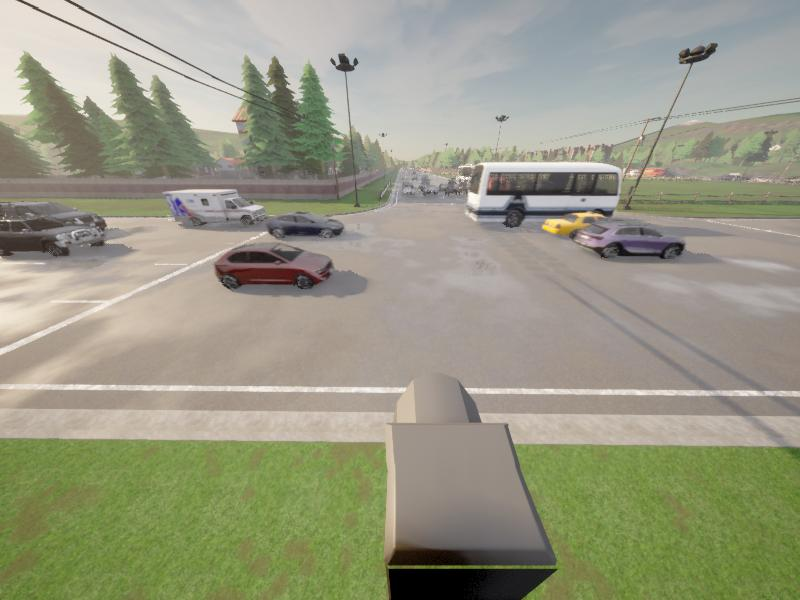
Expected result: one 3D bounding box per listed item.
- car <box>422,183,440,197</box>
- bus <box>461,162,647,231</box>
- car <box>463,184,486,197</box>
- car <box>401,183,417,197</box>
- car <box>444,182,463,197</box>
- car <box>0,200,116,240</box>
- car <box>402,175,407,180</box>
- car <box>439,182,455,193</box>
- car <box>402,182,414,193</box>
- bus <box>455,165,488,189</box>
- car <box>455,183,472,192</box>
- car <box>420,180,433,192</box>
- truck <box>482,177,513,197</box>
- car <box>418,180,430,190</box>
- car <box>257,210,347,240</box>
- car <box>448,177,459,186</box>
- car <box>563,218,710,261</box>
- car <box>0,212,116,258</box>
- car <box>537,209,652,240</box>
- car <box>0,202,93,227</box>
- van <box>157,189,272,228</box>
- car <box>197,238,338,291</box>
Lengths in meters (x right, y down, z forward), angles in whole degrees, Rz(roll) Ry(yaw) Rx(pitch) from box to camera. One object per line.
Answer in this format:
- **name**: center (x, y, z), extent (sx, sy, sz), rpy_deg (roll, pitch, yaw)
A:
- **car**: center (4.803, -17.535, 36.755), extent (2.152, 1.651, 5.027), rpy_deg (0, 30, 0)
- **bus**: center (10.432, -7.854, 17.358), extent (10.273, 4.253, 3.944), rpy_deg (0, 30, 1)
- **car**: center (11.815, -17.697, 37.146), extent (2.128, 1.511, 4.902), rpy_deg (0, 30, 0)
- **car**: center (1.309, -17.328, 36.348), extent (2.242, 1.667, 4.611), rpy_deg (0, 30, 0)
- **car**: center (8.311, -17.424, 36.294), extent (1.905, 1.878, 3.866), rpy_deg (0, 30, 0)
- **car**: center (-23.070, -5.271, 15.088), extent (5.566, 2.045, 2.150), rpy_deg (0, 30, 1)
- **car**: center (1.515, -42.354, 79.784), extent (1.801, 1.575, 5.366), rpy_deg (0, 30, 0)
- **car**: center (8.336, -20.342, 41.702), extent (1.882, 1.535, 5.008), rpy_deg (0, 30, 0)
- **car**: center (1.339, -20.637, 42.224), extent (2.007, 1.525, 4.514), rpy_deg (0, 30, 0)
- **bus**: center (15.513, -27.358, 51.127), extent (3.944, 4.253, 10.273), rpy_deg (0, 30, 0)
- **car**: center (11.845, -21.174, 43.385), extent (1.895, 1.301, 4.718), rpy_deg (0, 30, 0)
- **car**: center (4.840, -21.046, 42.568), extent (1.905, 1.878, 3.866), rpy_deg (0, 30, 0)
- **truck**: center (15.314, -17.992, 36.694), extent (2.627, 2.467, 5.204), rpy_deg (0, 30, 0)
- **car**: center (4.868, -24.178, 48.353), extent (2.038, 1.542, 4.974), rpy_deg (0, 30, 0)
- **car**: center (-6.143, -4.934, 15.072), extent (4.792, 1.488, 2.163), rpy_deg (0, 30, 1)
- **car**: center (13.515, -29.964, 58.299), extent (2.152, 1.651, 5.027), rpy_deg (3, 30, 6)
- **car**: center (11.687, -3.150, 11.834), extent (4.856, 1.649, 2.033), rpy_deg (0, 30, 1)
- **car**: center (-18.715, -3.426, 12.056), extent (4.605, 1.855, 1.932), rpy_deg (1, 30, 0)
- **car**: center (12.231, -4.878, 14.874), extent (5.366, 1.575, 1.801), rpy_deg (0, 30, 1)
- **car**: center (-28.481, -6.805, 18.311), extent (4.792, 1.488, 2.163), rpy_deg (0, 30, 1)
- **van**: center (-14.002, -7.136, 17.938), extent (6.366, 2.431, 2.351), rpy_deg (0, 30, 1)
- **car**: center (-4.811, -1.424, 8.998), extent (4.193, 1.474, 1.816), rpy_deg (0, 30, 1)
